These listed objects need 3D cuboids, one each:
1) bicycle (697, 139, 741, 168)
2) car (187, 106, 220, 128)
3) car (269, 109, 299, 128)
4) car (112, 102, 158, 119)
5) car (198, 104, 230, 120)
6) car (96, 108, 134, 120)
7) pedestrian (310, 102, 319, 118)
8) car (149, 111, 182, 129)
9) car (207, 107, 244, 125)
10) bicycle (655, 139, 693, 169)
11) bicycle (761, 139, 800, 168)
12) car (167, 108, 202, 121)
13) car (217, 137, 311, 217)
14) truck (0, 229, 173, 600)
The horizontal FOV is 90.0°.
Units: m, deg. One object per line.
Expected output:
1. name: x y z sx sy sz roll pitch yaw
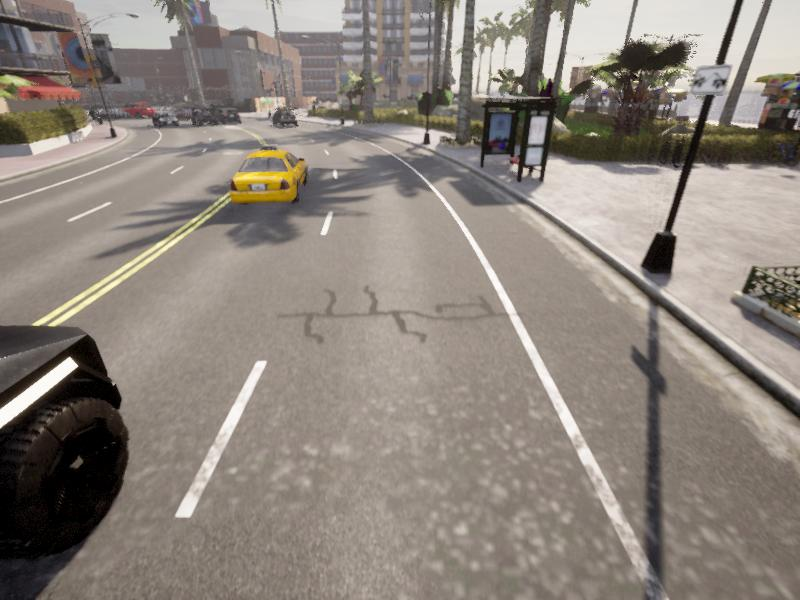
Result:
1. bicycle: 14.111 -6.515 17.757 0.373 1.024 1.643 0 27 -1
2. car: -20.956 -19.549 42.634 1.905 1.878 3.866 -20 33 -33
3. car: -12.359 -19.382 42.571 1.851 1.617 3.988 -16 31 -28
4. car: -38.043 -27.211 57.456 5.566 2.045 2.150 9 29 17
5. car: -25.533 -25.867 54.919 3.866 1.878 1.905 17 32 32
6. car: -38.817 -25.347 54.549 4.181 1.385 1.994 11 29 20
7. pedestrian: -11.837 -26.238 55.219 0.751 1.860 0.751 -20 33 -33
8. car: -24.437 -18.788 41.633 1.970 1.475 3.806 -20 33 -34
9. car: -20.468 -21.600 46.857 2.242 1.667 4.611 -22 34 -36
10. bicycle: 12.099 -6.499 17.737 0.373 1.024 1.643 0 27 -1
11. bicycle: 17.128 -6.540 17.786 0.373 1.024 1.643 0 27 -1
12. car: -28.823 -24.817 53.483 4.181 1.385 1.994 16 31 28
13. car: -4.181 -4.281 13.227 1.801 1.575 5.366 -3 27 -6
14. truck: -3.506 1.821 0.807 2.390 2.098 6.274 0 27 0
